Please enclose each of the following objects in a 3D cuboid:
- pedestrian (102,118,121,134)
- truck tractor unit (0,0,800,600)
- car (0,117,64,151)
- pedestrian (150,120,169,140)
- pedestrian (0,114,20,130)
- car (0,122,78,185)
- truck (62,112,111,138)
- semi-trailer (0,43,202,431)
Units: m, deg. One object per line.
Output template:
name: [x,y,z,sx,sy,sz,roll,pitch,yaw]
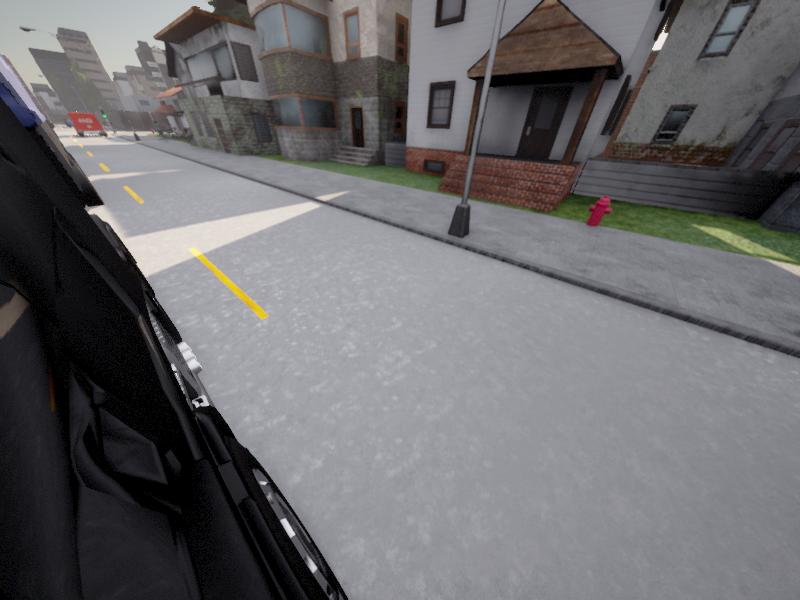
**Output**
pedestrian: [-42.678,-25.688,34.138,0.751,1.860,0.751,8,37,8]
truck tractor unit: [-2.645,-0.295,0.351,6.516,4.208,3.053,28,44,30]
car: [-27.863,-12.639,17.541,3.866,1.878,1.905,28,43,30]
pedestrian: [-29.121,-20.567,27.973,0.751,1.860,0.751,28,44,30]
pedestrian: [-58.036,-26.482,34.368,0.751,1.860,0.751,24,42,27]
car: [-15.904,-6.306,9.730,4.605,1.855,1.932,27,43,31]
truck: [-40.833,-22.814,30.083,5.204,2.467,2.627,28,44,29]
semi-trailer: [-8.704,-3.581,4.249,14.254,4.402,2.717,28,44,30]
